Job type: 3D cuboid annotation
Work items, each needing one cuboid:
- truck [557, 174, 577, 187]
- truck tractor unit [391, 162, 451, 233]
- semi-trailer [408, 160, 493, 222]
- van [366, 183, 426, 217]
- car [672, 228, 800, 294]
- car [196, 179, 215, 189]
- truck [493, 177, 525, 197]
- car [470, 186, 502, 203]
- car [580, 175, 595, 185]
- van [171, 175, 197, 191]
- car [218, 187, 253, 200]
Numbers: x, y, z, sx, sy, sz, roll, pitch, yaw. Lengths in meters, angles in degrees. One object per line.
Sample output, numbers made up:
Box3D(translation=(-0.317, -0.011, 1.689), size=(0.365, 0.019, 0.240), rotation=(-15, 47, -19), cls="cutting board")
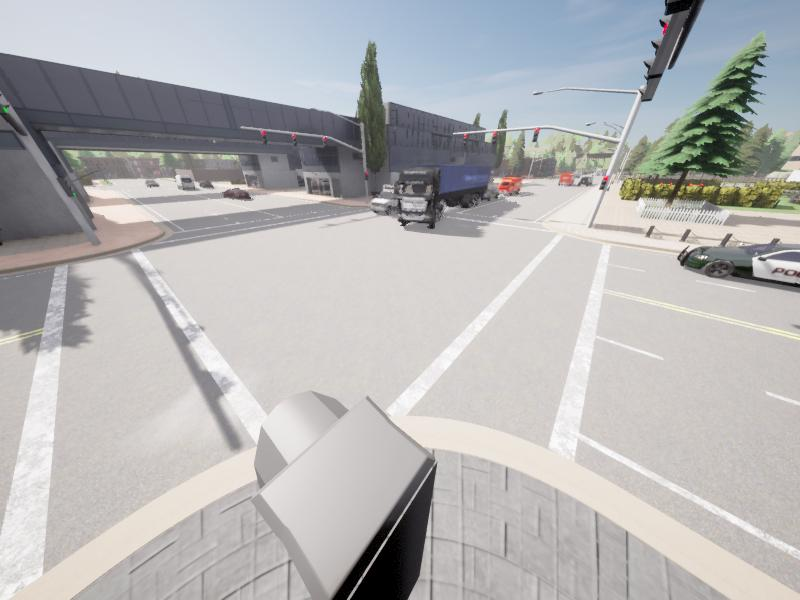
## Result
Box3D(translation=(40.126, -28.889, 55.574), size=(2.627, 2.467, 5.204), rotation=(23, 37, 34), cls="truck")
Box3D(translation=(1.863, -8.265, 18.101), size=(3.053, 4.208, 6.516), rotation=(9, 31, 15), cls="truck tractor unit")
Box3D(translation=(5.831, -11.740, 23.916), size=(2.717, 4.402, 14.254), rotation=(19, 35, 30), cls="semi-trailer")
Box3D(translation=(-0.183, -10.271, 23.367), size=(2.351, 2.431, 6.366), rotation=(22, 37, 34), cls="van")
Box3D(translation=(14.717, -1.456, 8.997), size=(4.974, 1.542, 2.038), rotation=(23, 37, 34), cls="car")
Box3D(translation=(-41.330, -24.651, 49.096), size=(3.988, 1.617, 1.851), rotation=(24, 38, 35), cls="car")
Box3D(translation=(17.482, -18.128, 36.941), size=(2.627, 2.467, 5.204), rotation=(23, 37, 34), cls="truck")
Box3D(translation=(11.708, -14.355, 31.197), size=(2.242, 1.667, 4.611), rotation=(23, 37, 34), cls="car")
Box3D(translation=(47.949, -30.647, 59.042), size=(2.150, 2.045, 5.566), rotation=(23, 37, 34), cls="car")
Box3D(translation=(-43.093, -23.471, 46.120), size=(5.915, 2.561, 1.988), rotation=(23, 37, 34), cls="van")
Box3D(translation=(-23.512, -15.233, 33.020), size=(4.181, 1.385, 1.994), rotation=(16, 34, 25), cls="car")
